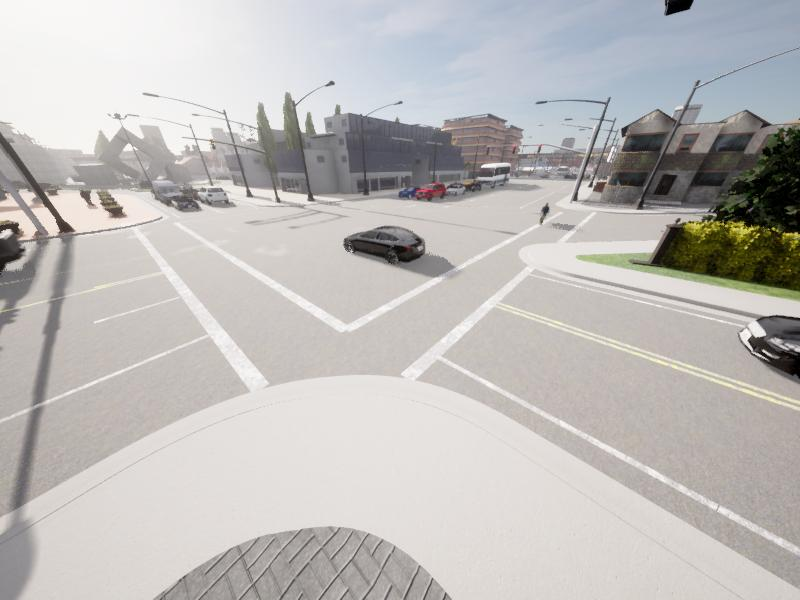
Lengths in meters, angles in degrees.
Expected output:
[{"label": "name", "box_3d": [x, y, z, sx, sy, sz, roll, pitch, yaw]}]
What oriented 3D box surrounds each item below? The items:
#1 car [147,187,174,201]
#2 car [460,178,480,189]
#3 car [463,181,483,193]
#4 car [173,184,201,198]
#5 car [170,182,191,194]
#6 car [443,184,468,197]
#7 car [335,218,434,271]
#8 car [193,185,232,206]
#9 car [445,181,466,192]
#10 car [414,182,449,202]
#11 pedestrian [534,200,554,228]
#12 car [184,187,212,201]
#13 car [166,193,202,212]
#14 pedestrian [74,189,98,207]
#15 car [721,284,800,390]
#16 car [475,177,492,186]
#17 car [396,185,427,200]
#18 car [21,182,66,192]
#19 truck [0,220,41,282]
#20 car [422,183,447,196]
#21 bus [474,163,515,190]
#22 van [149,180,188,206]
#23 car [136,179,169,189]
[{"label": "car", "box_3d": [-35.140, -15.621, 33.838, 3.633, 1.501, 1.845, 22, 37, 33]}, {"label": "car", "box_3d": [14.715, -24.380, 48.283, 1.882, 1.535, 5.008, 23, 39, 34]}, {"label": "car", "box_3d": [13.383, -20.697, 42.256, 1.816, 1.474, 4.193, 23, 38, 34]}, {"label": "car", "box_3d": [-34.663, -17.825, 37.543, 5.238, 1.638, 1.930, 23, 37, 34]}, {"label": "car", "box_3d": [-39.723, -20.263, 41.765, 1.930, 1.638, 5.238, -26, 39, -37]}, {"label": "car", "box_3d": [9.175, -18.068, 37.952, 1.812, 1.442, 4.674, 23, 38, 34]}, {"label": "car", "box_3d": [-0.911, -3.139, 12.291, 4.792, 1.488, 2.163, 20, 36, 31]}, {"label": "car", "box_3d": [-24.089, -13.486, 29.622, 5.566, 2.045, 2.150, 23, 37, 34]}, {"label": "car", "box_3d": [10.656, -21.736, 44.166, 1.994, 1.385, 4.181, 24, 39, 35]}, {"label": "car", "box_3d": [4.495, -15.481, 32.969, 2.150, 2.045, 5.566, 23, 37, 34]}, {"label": "pedestrian", "box_3d": [11.143, -6.632, 17.861, 0.751, 1.860, 0.751, 21, 36, 32]}, {"label": "car", "box_3d": [-29.555, -15.560, 33.787, 4.193, 1.474, 1.816, 23, 37, 34]}, {"label": "car", "box_3d": [-24.281, -11.043, 25.962, 4.193, 1.474, 1.816, 23, 37, 34]}, {"label": "pedestrian", "box_3d": [-35.681, -11.622, 26.293, 0.751, 1.860, 0.751, 12, 32, 20]}, {"label": "car", "box_3d": [10.595, 1.434, 4.315, 4.902, 1.511, 2.128, 23, 37, 34]}, {"label": "car", "box_3d": [19.038, -27.106, 52.717, 1.812, 1.442, 4.674, 23, 39, 34]}, {"label": "car", "box_3d": [1.789, -16.373, 35.030, 1.882, 1.535, 5.008, 22, 37, 34]}, {"label": "car", "box_3d": [-69.034, -21.915, 44.765, 4.892, 1.490, 1.837, -2, 30, -3]}, {"label": "truck", "box_3d": [-19.373, -1.189, 8.479, 2.390, 2.098, 6.274, 23, 37, 34]}, {"label": "car", "box_3d": [5.948, -18.877, 39.331, 1.837, 1.490, 4.892, 22, 38, 34]}, {"label": "bus", "box_3d": [19.637, -25.762, 47.774, 3.944, 4.253, 10.273, 23, 39, 34]}, {"label": "van", "box_3d": [-29.986, -13.922, 29.886, 5.915, 2.561, 1.988, 23, 37, 34]}, {"label": "car", "box_3d": [-53.910, -25.360, 50.439, 4.553, 1.767, 2.097, -26, 39, -37]}]
